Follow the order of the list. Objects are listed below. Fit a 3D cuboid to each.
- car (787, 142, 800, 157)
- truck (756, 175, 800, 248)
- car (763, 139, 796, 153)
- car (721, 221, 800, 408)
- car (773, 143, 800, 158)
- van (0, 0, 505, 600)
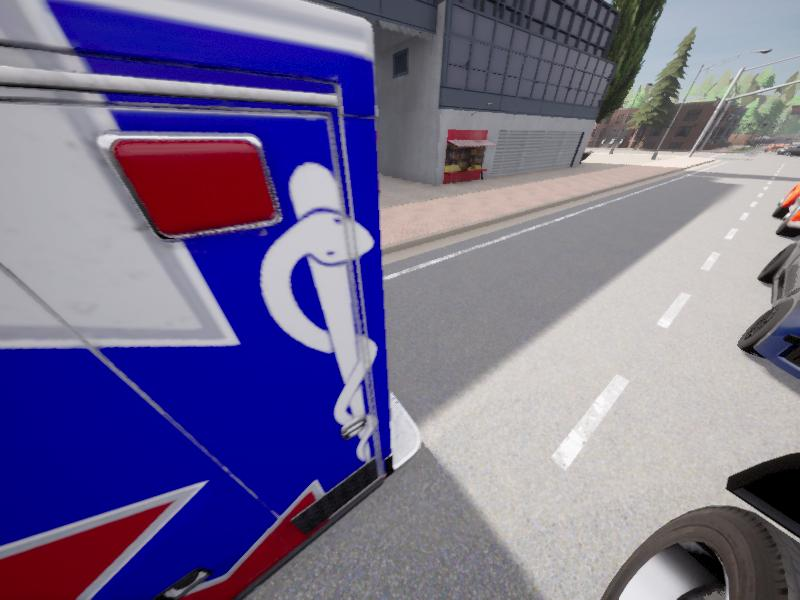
[{"bbox_3d":[53.870,-19.030,29.278,2.163,1.488,4.792,-22,40,-27],"label":"car"},{"bbox_3d":[12.237,-2.829,5.707,5.204,2.467,2.627,-22,41,-28],"label":"truck"},{"bbox_3d":[61.970,-25.201,37.713,4.553,1.767,2.097,-22,41,-28],"label":"car"},{"bbox_3d":[6.267,-0.089,2.556,4.611,1.667,2.242,-22,41,-28],"label":"car"},{"bbox_3d":[50.380,-18.361,28.372,2.007,1.525,4.514,-21,40,-27],"label":"car"},{"bbox_3d":[-3.050,0.933,0.504,6.366,2.431,2.351,-22,41,-28],"label":"van"}]
